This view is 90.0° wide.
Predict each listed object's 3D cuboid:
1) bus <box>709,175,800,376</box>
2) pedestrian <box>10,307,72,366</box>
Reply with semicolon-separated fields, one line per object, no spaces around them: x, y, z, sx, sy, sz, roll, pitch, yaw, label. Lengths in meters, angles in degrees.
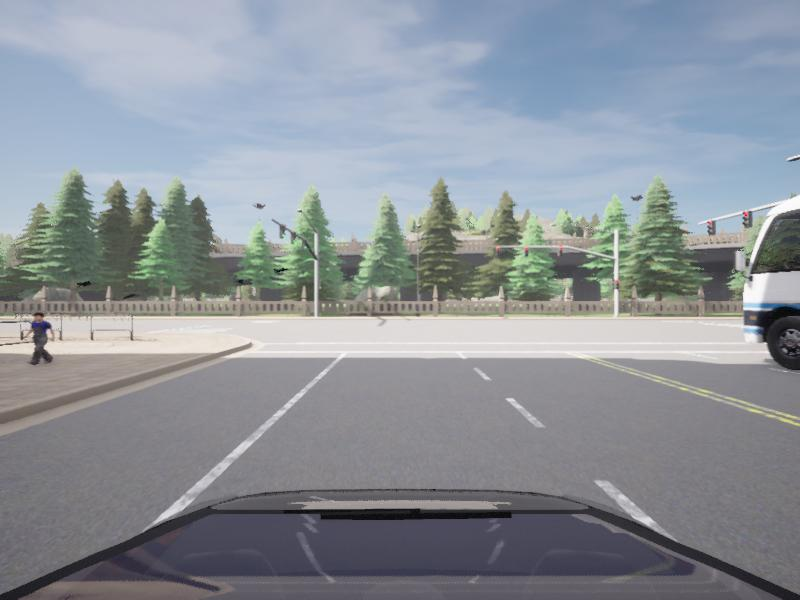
10.418;-0.506;5.811;3.944;4.253;10.273;0;0;0;bus
-8.233;0.806;9.203;0.751;1.300;0.751;0;0;1;pedestrian
